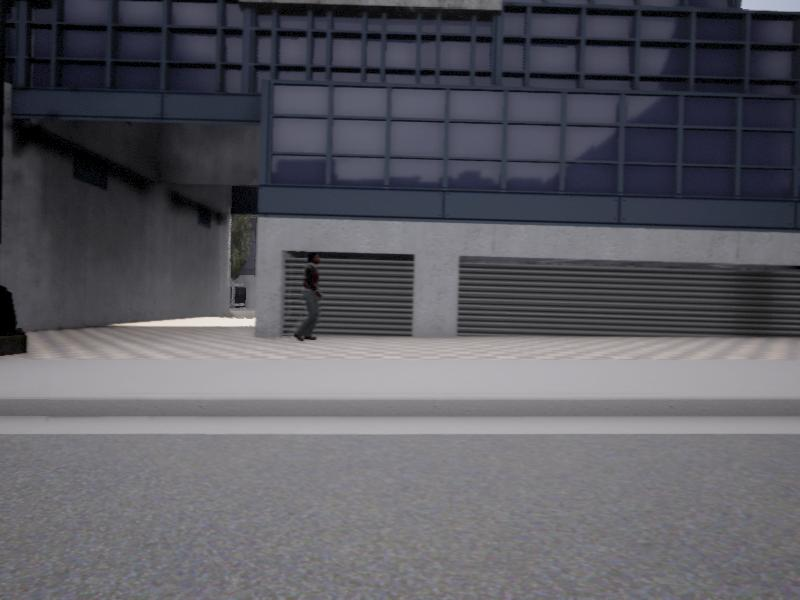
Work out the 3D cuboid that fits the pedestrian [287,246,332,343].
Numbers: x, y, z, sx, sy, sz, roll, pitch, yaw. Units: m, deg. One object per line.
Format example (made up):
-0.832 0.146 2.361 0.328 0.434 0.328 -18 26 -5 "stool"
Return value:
-1.815 -0.097 8.138 0.751 1.860 0.751 2 0 -5 "pedestrian"
